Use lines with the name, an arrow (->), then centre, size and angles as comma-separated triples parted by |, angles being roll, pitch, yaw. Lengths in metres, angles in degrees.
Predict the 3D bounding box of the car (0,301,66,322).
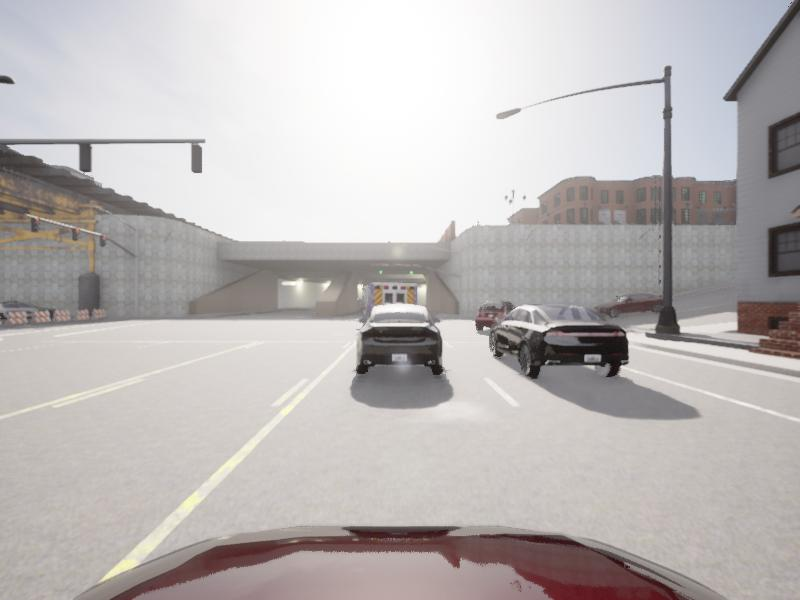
car -> -29.002, 0.829, 30.536 | 2.038, 1.542, 4.974 | 0, 0, 28

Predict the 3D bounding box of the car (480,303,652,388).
car -> 3.489, 0.846, 9.678 | 2.128, 1.511, 4.902 | 0, 0, 0

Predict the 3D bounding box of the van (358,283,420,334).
van -> -0.850, 0.408, 22.132 | 2.351, 2.431, 6.366 | 1, 0, -12

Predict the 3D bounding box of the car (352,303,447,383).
car -> -0.011, 0.857, 10.173 | 1.837, 1.490, 4.892 | 0, 0, 0

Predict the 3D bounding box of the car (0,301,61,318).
car -> -29.026, 0.671, 30.490 | 1.853, 1.218, 4.536 | 0, 0, 28

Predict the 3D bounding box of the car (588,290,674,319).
car -> 15.815, 0.302, 27.548 | 4.674, 1.442, 1.812 | -6, 0, 2

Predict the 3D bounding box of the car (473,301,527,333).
car -> 5.574, 0.843, 21.920 | 1.851, 1.617, 3.988 | 0, 0, 30
